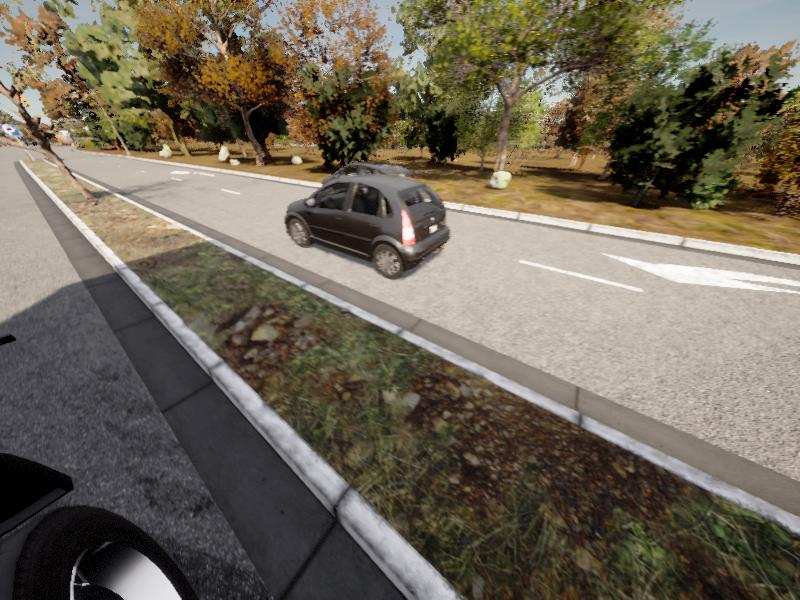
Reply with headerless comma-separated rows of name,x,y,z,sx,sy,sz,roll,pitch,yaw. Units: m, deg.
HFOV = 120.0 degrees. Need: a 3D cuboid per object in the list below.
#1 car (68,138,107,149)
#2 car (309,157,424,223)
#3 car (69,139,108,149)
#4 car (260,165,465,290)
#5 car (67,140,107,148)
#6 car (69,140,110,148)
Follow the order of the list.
car,-69.400,-34.892,51.464,1.878,1.987,4.442,13,36,17
car,-1.237,-4.151,8.433,3.705,1.549,1.789,22,41,28
car,-71.615,-35.968,53.171,2.185,1.767,4.553,13,36,17
car,-0.911,-1.933,5.241,3.988,1.617,1.851,22,41,28
car,-76.108,-38.039,56.328,1.946,1.575,5.366,13,37,18
car,-73.761,-37.105,55.005,1.946,1.575,5.366,13,36,18
